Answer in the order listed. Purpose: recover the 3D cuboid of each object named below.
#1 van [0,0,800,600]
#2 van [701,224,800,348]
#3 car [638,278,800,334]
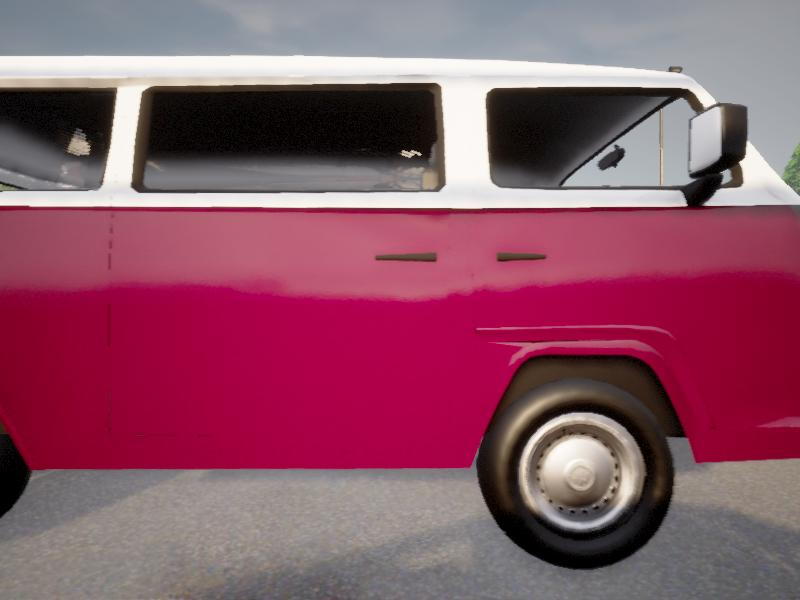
[{"bbox_3d":[-0.518,-0.042,2.244,4.480,2.038,2.069,0,0,0],"label":"van"},{"bbox_3d":[10.654,-0.277,9.278,5.915,2.561,1.988,0,0,-1],"label":"van"},{"bbox_3d":[10.816,0.179,12.866,5.238,1.638,1.930,0,0,-2],"label":"car"}]
